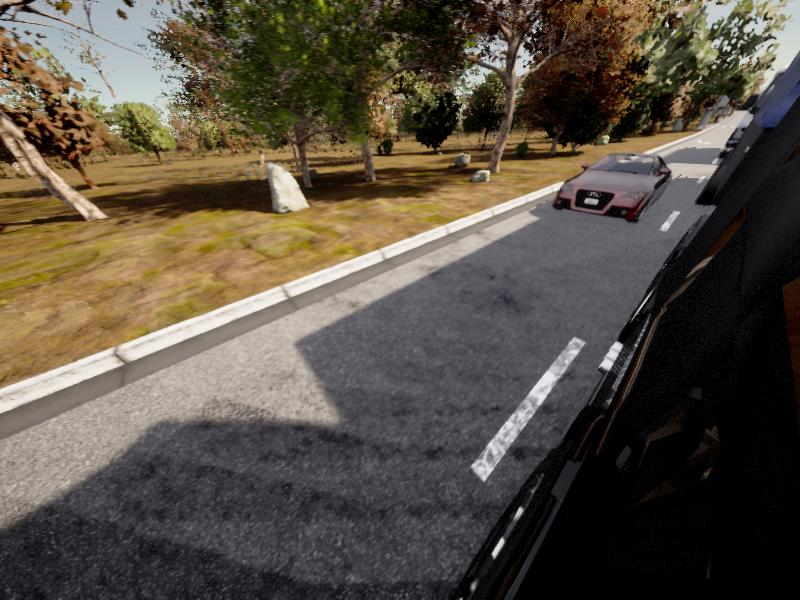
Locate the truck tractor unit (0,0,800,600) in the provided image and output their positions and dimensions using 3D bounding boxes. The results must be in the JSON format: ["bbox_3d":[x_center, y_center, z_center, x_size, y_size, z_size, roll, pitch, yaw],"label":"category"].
[{"bbox_3d":[2.645,-0.295,0.351,6.516,4.208,3.053,-28,44,-30],"label":"truck tractor unit"}]

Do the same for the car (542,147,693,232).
[{"bbox_3d":[6.364,-3.455,6.743,4.181,1.385,1.994,-28,44,-30],"label":"car"}]

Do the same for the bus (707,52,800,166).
[{"bbox_3d":[22.712,-10.873,13.346,10.273,4.253,3.944,-28,44,-30],"label":"bus"}]

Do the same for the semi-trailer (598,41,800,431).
[{"bbox_3d":[8.689,-3.603,4.248,14.254,4.402,2.717,-28,44,-30],"label":"semi-trailer"}]
